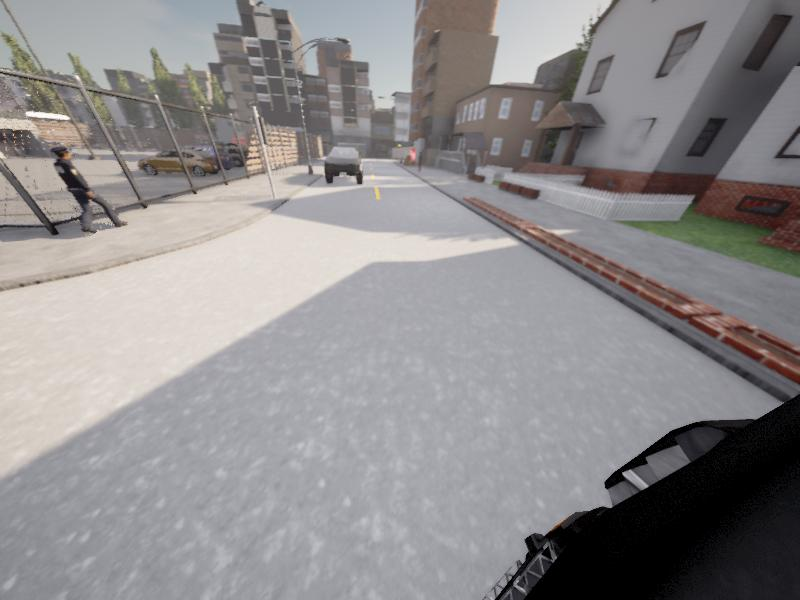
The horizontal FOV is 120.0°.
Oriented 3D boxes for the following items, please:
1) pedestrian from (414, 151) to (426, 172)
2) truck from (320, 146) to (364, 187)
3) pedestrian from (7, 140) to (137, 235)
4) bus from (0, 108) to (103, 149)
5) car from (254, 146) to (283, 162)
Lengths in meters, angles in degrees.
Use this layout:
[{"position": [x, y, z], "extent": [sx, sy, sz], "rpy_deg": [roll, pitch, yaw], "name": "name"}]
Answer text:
[{"position": [2.071, -14.378, 24.023], "extent": [0.751, 1.860, 0.751], "rpy_deg": [-11, 36, -21], "name": "pedestrian"}, {"position": [-3.837, -9.744, 16.565], "extent": [2.390, 2.098, 6.274], "rpy_deg": [-2, 34, -7], "name": "truck"}, {"position": [-7.442, -2.574, 5.403], "extent": [0.751, 1.860, 0.751], "rpy_deg": [4, 33, 1], "name": "pedestrian"}, {"position": [-52.335, -25.032, 34.124], "extent": [3.944, 4.253, 10.273], "rpy_deg": [-2, 34, -8], "name": "bus"}, {"position": [-16.304, -18.242, 28.880], "extent": [1.789, 1.547, 3.705], "rpy_deg": [-2, 34, -7], "name": "car"}]
